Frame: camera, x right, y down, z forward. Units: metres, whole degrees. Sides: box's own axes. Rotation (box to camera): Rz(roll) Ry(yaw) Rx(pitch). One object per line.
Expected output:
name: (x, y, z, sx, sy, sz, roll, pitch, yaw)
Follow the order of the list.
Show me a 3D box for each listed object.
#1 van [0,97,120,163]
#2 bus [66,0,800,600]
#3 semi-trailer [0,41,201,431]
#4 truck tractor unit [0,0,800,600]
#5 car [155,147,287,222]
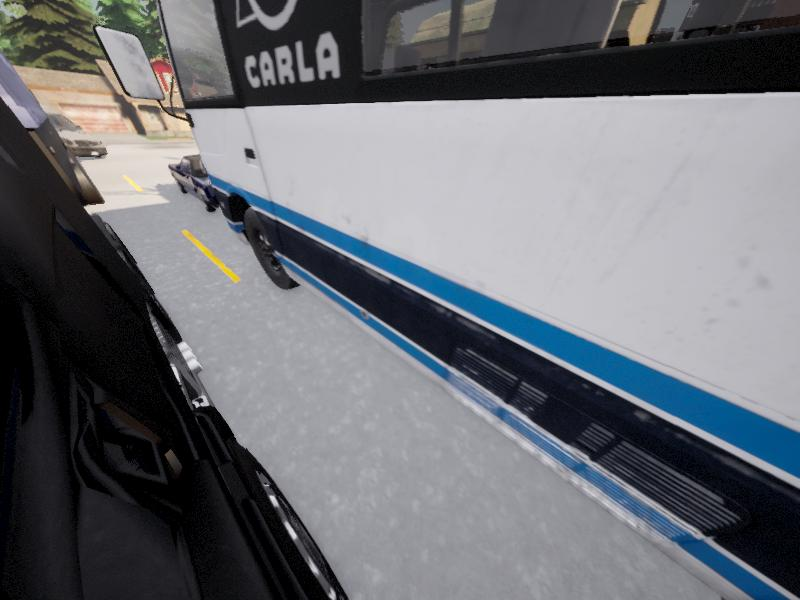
van: (-19.609, -9.000, 12.309, 5.915, 2.561, 1.988, 5, 33, 3)
bus: (1.603, -1.018, 1.567, 10.273, 4.253, 3.944, 30, 44, 31)
semi-trailer: (-8.683, -3.615, 4.243, 14.254, 4.402, 2.717, 28, 44, 30)
truck tractor unit: (-2.645, -0.295, 0.351, 6.516, 4.208, 3.053, 28, 44, 30)
car: (-5.913, -4.004, 7.543, 4.718, 1.301, 1.895, 30, 45, 31)
